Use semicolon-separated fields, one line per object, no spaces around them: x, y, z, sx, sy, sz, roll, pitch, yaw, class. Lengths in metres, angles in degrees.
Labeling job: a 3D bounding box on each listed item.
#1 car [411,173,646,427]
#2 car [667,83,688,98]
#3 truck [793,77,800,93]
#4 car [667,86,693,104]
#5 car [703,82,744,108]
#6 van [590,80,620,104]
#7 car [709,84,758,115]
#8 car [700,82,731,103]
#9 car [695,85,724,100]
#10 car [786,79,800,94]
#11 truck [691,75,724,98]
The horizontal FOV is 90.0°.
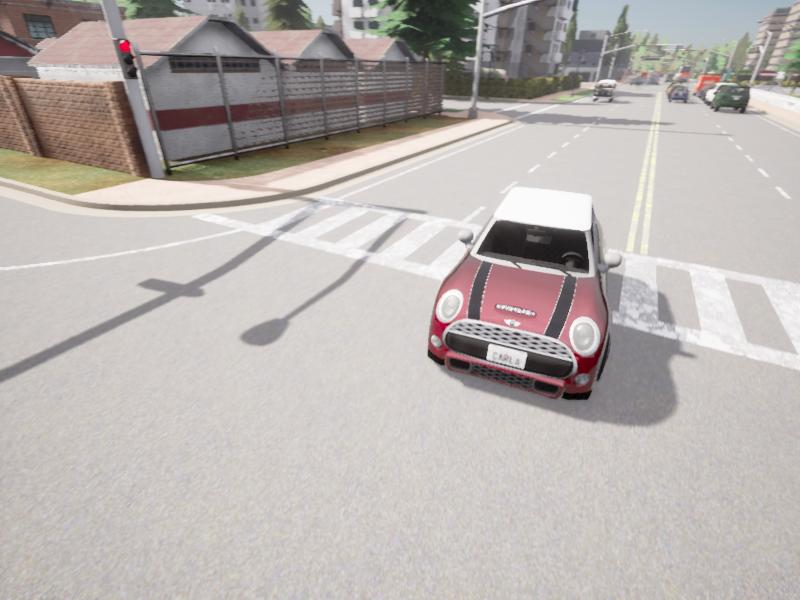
1.789;-0.465;5.406;1.970;1.475;3.806;13;32;19;car
36.986;-28.087;53.483;1.801;1.575;5.366;17;34;25;car
70.877;-36.395;67.755;5.204;2.467;2.627;16;34;23;truck
30.390;-22.321;43.473;1.789;1.549;3.705;17;34;25;car
32.268;-20.605;40.106;2.150;2.045;5.566;17;34;25;car
21.809;-22.173;42.499;2.069;2.038;4.480;17;34;25;van
28.651;-17.445;34.604;2.150;2.045;5.566;17;34;25;car
35.863;-23.669;45.608;1.932;1.855;4.605;17;34;25;car
39.098;-26.323;50.626;2.163;1.488;4.792;17;34;25;car
67.834;-35.072;65.817;5.566;2.045;2.150;16;33;24;car
42.267;-29.508;55.178;2.627;2.467;5.204;17;34;25;truck
